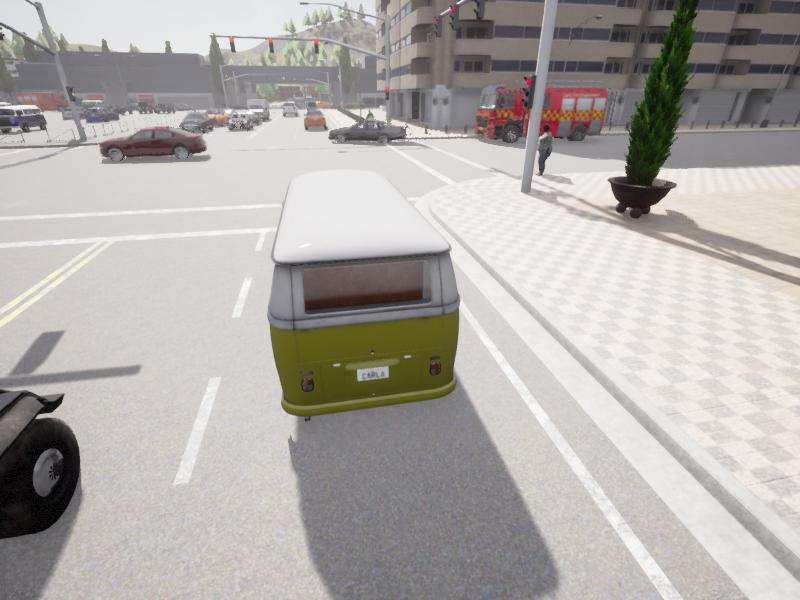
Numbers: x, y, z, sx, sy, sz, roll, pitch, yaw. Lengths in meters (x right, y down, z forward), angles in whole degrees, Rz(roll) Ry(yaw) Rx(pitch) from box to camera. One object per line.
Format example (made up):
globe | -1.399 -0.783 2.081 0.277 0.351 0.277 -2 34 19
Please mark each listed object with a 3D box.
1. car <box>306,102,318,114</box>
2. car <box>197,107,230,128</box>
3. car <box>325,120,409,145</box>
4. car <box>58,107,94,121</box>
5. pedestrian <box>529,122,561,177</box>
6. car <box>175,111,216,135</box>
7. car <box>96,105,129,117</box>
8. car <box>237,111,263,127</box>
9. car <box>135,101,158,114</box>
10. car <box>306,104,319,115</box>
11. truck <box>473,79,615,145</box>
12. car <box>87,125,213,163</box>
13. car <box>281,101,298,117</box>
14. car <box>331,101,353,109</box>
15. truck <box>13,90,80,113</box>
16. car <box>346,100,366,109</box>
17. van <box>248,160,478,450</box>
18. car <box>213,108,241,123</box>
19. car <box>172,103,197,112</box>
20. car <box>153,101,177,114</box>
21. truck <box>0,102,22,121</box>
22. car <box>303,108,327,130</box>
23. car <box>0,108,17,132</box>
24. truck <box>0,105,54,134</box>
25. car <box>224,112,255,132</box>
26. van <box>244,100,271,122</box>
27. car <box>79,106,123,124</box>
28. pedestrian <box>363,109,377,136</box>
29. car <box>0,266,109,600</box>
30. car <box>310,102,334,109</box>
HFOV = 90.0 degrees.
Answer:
car | -16.089 -35.319 73.355 1.905 1.878 3.866 -5 28 -10
car | -19.896 -19.660 42.961 2.097 1.767 4.553 -5 28 -10
car | -2.191 -11.628 27.663 5.357 1.411 2.033 5 28 10
car | -42.058 -24.252 52.033 1.970 1.475 3.806 -5 28 -10
pedestrian | 5.417 -5.649 15.063 0.751 1.860 0.751 4 27 7
car | -18.346 -16.080 36.175 2.033 1.649 4.856 -5 28 -10
car | -44.213 -29.197 61.650 2.033 1.415 5.357 -5 28 -10
car | -16.649 -20.206 44.483 1.994 1.385 4.181 -5 28 -10
car | -42.802 -32.533 67.633 1.905 1.878 3.866 -5 28 -10
car | -14.718 -32.084 67.386 1.845 1.501 3.633 -5 28 -10
truck | 9.726 -13.099 27.793 8.468 3.827 2.891 -5 28 -10
car | -12.780 -8.189 20.830 5.008 1.535 1.882 -6 28 -11
car | -17.262 -29.985 62.789 2.150 2.045 5.566 -5 28 -10
car | -13.320 -44.960 92.364 4.856 1.649 2.033 -5 28 -10
truck | -67.365 -37.944 76.402 8.468 3.827 2.891 -5 28 -9
car | -10.532 -46.955 95.993 4.605 1.855 1.932 -5 28 -10
van | -0.681 -0.527 5.471 1.775 1.987 4.442 -5 28 -10
car | -21.410 -22.944 49.700 2.163 1.488 4.792 -5 28 -10
car | -43.410 -38.770 80.643 3.806 1.475 1.970 -5 28 -10
car | -39.952 -32.770 68.084 1.932 1.855 4.605 -5 28 -10
truck | -50.566 -23.759 50.351 2.069 2.038 4.478 -5 28 -10
car | -8.582 -18.331 40.355 2.097 1.767 4.553 -5 28 -10
car | -35.170 -15.057 33.592 1.932 1.855 4.605 -5 28 -10
truck | -32.344 -15.432 34.110 2.069 2.038 4.478 -5 28 -10
car | -15.225 -17.035 38.189 1.970 1.475 3.806 -5 28 -10
van | -18.385 -24.597 51.879 2.351 2.431 6.366 -5 28 -10
car | -35.287 -21.936 47.356 2.242 1.667 4.611 -5 28 -10
pedestrian | -2.313 -13.722 30.903 0.751 1.860 0.751 -17 31 -29
car | -3.361 1.530 1.574 1.905 1.878 3.866 -5 28 -10
car | -18.584 -46.483 95.460 5.008 1.535 1.882 8 28 15
